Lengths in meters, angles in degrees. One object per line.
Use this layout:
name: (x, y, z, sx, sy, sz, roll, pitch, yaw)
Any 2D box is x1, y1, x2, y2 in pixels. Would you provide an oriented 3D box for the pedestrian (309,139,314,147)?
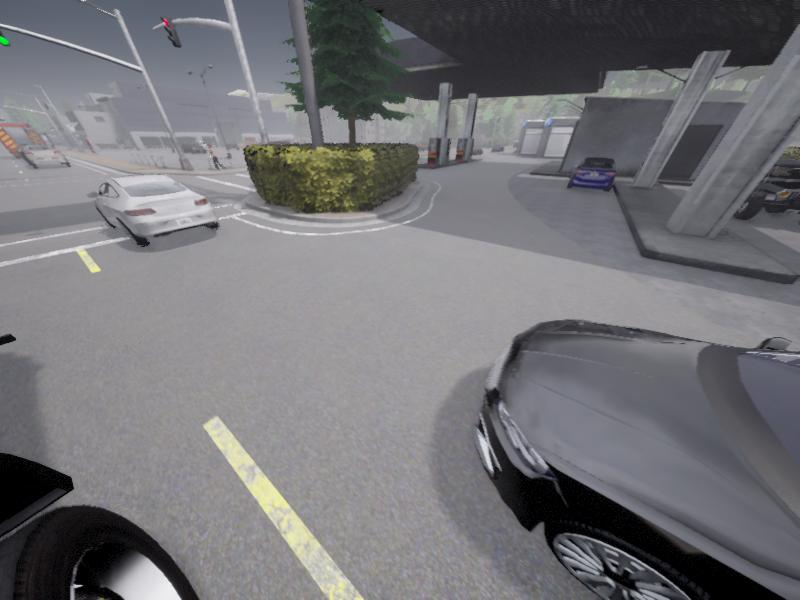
pedestrian: (-26.229, -46.608, 68.550, 0.751, 1.860, 0.751, 22, 40, 27)

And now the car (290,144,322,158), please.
car: (-13.150, -20.905, 32.419, 3.806, 1.475, 1.970, 22, 40, 27)

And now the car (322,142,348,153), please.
car: (-12.461, -29.351, 44.367, 4.514, 1.523, 2.007, 22, 40, 27)

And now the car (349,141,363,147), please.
car: (-13.340, -47.075, 69.780, 3.633, 1.501, 1.845, 22, 40, 27)

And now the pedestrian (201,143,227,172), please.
pedestrian: (-14.628, -11.228, 18.214, 0.751, 1.860, 0.751, 22, 40, 27)

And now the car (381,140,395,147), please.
car: (-4.157, -55.615, 81.946, 4.605, 1.855, 1.932, 22, 40, 27)

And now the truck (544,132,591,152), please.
truck: (40.774, -38.704, 56.584, 8.468, 3.827, 2.891, 22, 40, 27)

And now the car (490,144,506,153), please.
car: (21.126, -32.481, 49.550, 1.816, 1.474, 4.193, 22, 40, 28)

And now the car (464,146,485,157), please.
car: (13.011, -25.837, 40.078, 1.994, 1.385, 4.181, 22, 40, 28)

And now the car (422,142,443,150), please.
car: (8.063, -38.494, 57.696, 4.514, 1.523, 2.007, 22, 40, 27)

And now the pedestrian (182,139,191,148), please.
pedestrian: (-51.863, -38.032, 56.050, 0.751, 1.860, 0.751, 20, 39, 25)

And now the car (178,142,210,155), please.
car: (-32.322, -23.801, 36.245, 4.514, 1.523, 2.007, 22, 40, 27)

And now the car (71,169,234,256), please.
car: (-7.088, -2.738, 6.579, 4.674, 1.442, 1.812, 20, 40, 29)

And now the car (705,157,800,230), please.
car: (14.272, -4.174, 8.744, 1.905, 1.878, 3.866, 22, 40, 27)

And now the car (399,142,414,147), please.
car: (2.185, -52.951, 78.558, 4.792, 1.488, 2.163, 22, 40, 27)

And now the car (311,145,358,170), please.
car: (-6.239, -13.898, 22.392, 1.905, 1.878, 3.866, 22, 40, 28)

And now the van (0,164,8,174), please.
van: (-30.843, -10.145, 16.318, 4.480, 2.038, 2.069, 19, 39, 24)

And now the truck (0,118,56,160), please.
truck: (-46.415, -19.669, 28.194, 8.468, 3.827, 2.891, 22, 40, 28)

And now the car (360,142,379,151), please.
car: (-6.735, -34.005, 51.105, 3.633, 1.501, 1.845, 22, 40, 27)

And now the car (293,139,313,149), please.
car: (-24.036, -38.631, 57.141, 4.605, 1.855, 1.932, 22, 40, 27)

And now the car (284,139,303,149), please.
car: (-25.352, -37.149, 54.977, 3.866, 1.878, 1.905, 22, 40, 27)

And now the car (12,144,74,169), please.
car: (-31.481, -12.735, 20.373, 5.027, 1.651, 2.152, 22, 40, 27)

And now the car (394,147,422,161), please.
car: (1.098, -19.696, 31.099, 1.970, 1.475, 3.806, 22, 41, 28)

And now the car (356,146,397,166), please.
car: (-2.533, -16.804, 26.804, 2.033, 1.649, 4.856, 22, 40, 28)

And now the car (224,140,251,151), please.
car: (-32.640, -31.086, 46.384, 5.027, 1.636, 2.152, 22, 40, 27)

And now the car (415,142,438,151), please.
car: (6.320, -37.013, 55.549, 5.027, 1.636, 2.152, 22, 40, 27)

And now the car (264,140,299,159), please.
car: (-15.544, -19.780, 30.295, 3.866, 1.878, 1.905, 22, 40, 27)

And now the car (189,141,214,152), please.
car: (-36.030, -27.905, 41.948, 3.806, 1.475, 1.970, 22, 40, 27)

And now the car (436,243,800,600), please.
car: (2.901, 1.253, 0.936, 4.902, 1.511, 2.128, 21, 38, 29)

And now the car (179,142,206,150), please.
car: (-48.121, -35.858, 53.630, 1.816, 1.474, 4.193, 22, 40, 28)

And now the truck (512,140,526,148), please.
truck: (38.818, -50.652, 75.115, 2.390, 2.098, 6.274, 22, 40, 27)

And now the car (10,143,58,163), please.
car: (-39.094, -15.758, 24.687, 4.974, 1.542, 2.038, 22, 40, 28)

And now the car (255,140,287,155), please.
car: (-20.139, -23.908, 36.173, 4.605, 1.855, 1.932, 22, 40, 27)

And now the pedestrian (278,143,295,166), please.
pedestrian: (-11.051, -14.249, 22.560, 0.751, 1.860, 0.751, 25, 42, 31)

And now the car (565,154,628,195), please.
car: (12.088, -7.944, 14.393, 2.242, 1.667, 4.611, 22, 40, 27)

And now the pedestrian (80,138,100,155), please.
pedestrian: (-40.616, -20.121, 30.302, 0.751, 1.860, 0.751, 23, 41, 29)
